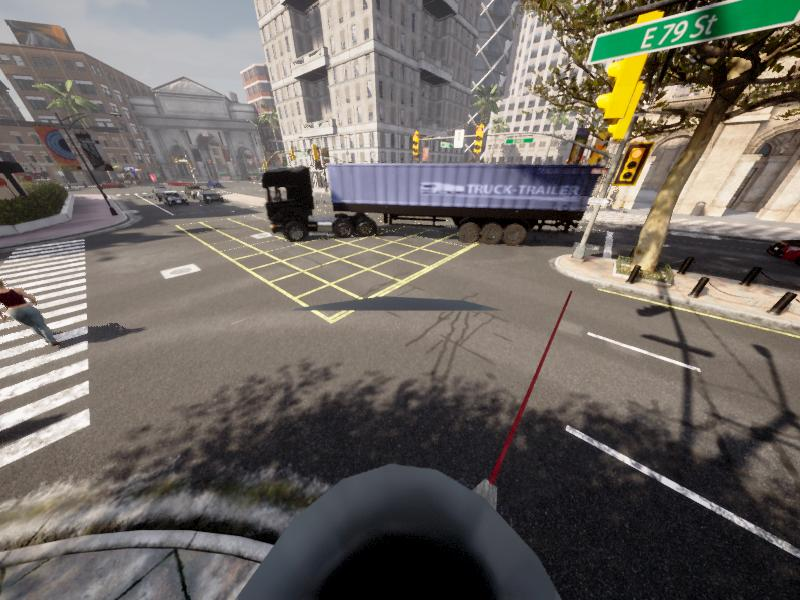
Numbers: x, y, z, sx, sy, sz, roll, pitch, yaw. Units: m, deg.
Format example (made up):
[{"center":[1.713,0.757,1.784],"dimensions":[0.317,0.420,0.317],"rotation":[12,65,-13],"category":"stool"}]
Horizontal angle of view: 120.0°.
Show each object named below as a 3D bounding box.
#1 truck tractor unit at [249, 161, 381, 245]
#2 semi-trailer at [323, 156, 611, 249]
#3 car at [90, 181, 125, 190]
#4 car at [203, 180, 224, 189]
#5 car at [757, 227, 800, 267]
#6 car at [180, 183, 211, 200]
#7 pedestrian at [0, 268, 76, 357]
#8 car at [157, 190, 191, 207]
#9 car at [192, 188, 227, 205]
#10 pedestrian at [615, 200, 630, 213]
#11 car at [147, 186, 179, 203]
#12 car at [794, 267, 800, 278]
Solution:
[{"center":[-4.779,-6.224,14.557],"dimensions":[6.516,4.208,3.053],"rotation":[-8,31,-14],"category":"truck tractor unit"},{"center":[2.966,-6.030,14.019],"dimensions":[14.254,4.402,2.717],"rotation":[5,30,9],"category":"semi-trailer"},{"center":[-59.242,-23.290,46.870],"dimensions":[1.816,1.474,4.193],"rotation":[23,37,34],"category":"car"},{"center":[-40.234,-24.961,49.794],"dimensions":[4.674,1.442,1.812],"rotation":[19,35,29],"category":"car"},{"center":[20.099,-2.053,10.194],"dimensions":[4.181,1.385,1.994],"rotation":[23,37,34],"category":"car"},{"center":[-29.341,-15.610,33.164],"dimensions":[4.605,1.855,1.932],"rotation":[23,37,34],"category":"car"},{"center":[-9.043,0.312,5.556],"dimensions":[0.751,1.860,0.751],"rotation":[23,37,34],"category":"pedestrian"},{"center":[-26.955,-12.141,27.558],"dimensions":[3.806,1.475,1.970],"rotation":[23,37,34],"category":"car"},{"center":[-24.565,-13.443,29.759],"dimensions":[4.974,1.542,2.038],"rotation":[23,37,34],"category":"car"},{"center":[21.168,-8.889,21.948],"dimensions":[0.500,1.100,0.500],"rotation":[-10,32,-17],"category":"pedestrian"},{"center":[-32.069,-14.368,31.251],"dimensions":[5.238,1.638,1.930],"rotation":[23,37,34],"category":"car"},{"center":[18.275,-0.610,7.532],"dimensions":[4.974,1.542,2.038],"rotation":[23,37,34],"category":"car"}]
